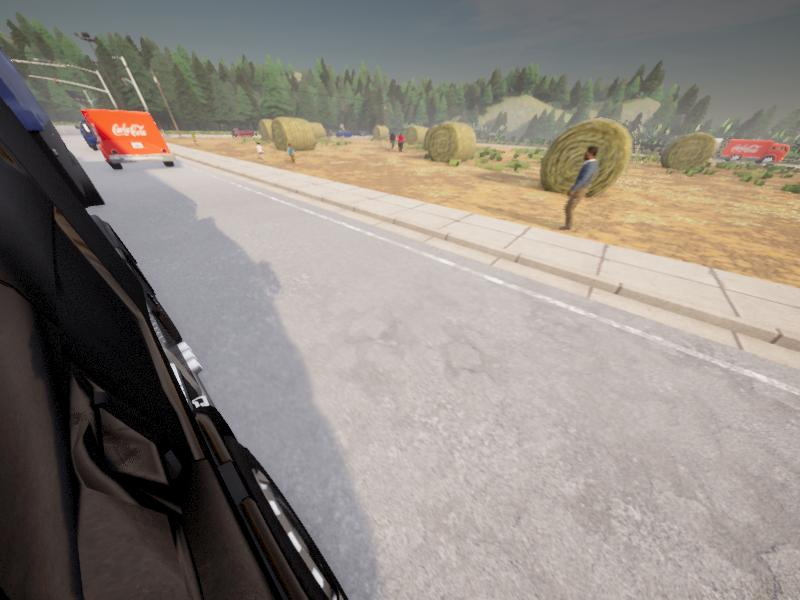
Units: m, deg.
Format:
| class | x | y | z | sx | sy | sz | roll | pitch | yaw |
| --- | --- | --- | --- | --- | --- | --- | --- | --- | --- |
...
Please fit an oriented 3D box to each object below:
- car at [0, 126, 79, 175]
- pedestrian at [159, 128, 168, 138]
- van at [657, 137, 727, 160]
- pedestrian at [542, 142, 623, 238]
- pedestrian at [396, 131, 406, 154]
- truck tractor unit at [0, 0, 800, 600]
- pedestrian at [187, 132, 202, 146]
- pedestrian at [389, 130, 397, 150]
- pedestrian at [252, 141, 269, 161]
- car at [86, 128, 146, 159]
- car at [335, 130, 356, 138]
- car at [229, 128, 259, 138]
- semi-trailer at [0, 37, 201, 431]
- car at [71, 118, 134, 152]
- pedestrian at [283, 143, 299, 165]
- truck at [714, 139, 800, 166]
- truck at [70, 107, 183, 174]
| class | x | y | z | sx | sy | sz | roll | pitch | yaw |
| --- | --- | --- | --- | --- | --- | --- | --- | --- | --- |
| car | -18.403 | -7.546 | 11.453 | 4.611 | 1.667 | 2.242 | 28 | 43 | 30 |
| pedestrian | -34.167 | -24.186 | 33.410 | 0.500 | 1.100 | 0.500 | -22 | 43 | -29 |
| van | 43.328 | -22.805 | 34.650 | 5.915 | 2.561 | 1.988 | 31 | 45 | 33 |
| pedestrian | 4.213 | -2.569 | 5.451 | 0.751 | 1.860 | 0.751 | 25 | 42 | 28 |
| pedestrian | 0.104 | -15.857 | 23.238 | 0.751 | 1.860 | 0.751 | -6 | 37 | -11 |
| truck tractor unit | -2.645 | -0.295 | 0.351 | 6.516 | 4.208 | 3.053 | 28 | 44 | 30 |
| pedestrian | -20.381 | -15.943 | 22.922 | 0.500 | 1.100 | 0.500 | 16 | 39 | 18 |
| pedestrian | -0.838 | -18.814 | 27.196 | 0.751 | 1.860 | 0.751 | -6 | 37 | -11 |
| pedestrian | -9.210 | -9.846 | 15.246 | 0.500 | 1.100 | 0.500 | 30 | 45 | 33 |
| car | -19.765 | -10.923 | 16.065 | 3.705 | 1.549 | 1.789 | 28 | 43 | 30 |
| car | -13.800 | -41.906 | 58.429 | 1.882 | 1.535 | 5.008 | 28 | 44 | 31 |
| car | -29.442 | -31.628 | 43.728 | 1.816 | 1.474 | 4.193 | 29 | 44 | 31 |
| semi-trailer | -8.673 | -3.611 | 4.268 | 14.254 | 4.402 | 2.717 | 28 | 43 | 30 |
| car | -24.834 | -13.781 | 19.255 | 5.566 | 2.045 | 2.150 | 28 | 43 | 30 |
| pedestrian | -6.728 | -9.024 | 14.262 | 0.500 | 1.100 | 0.500 | 30 | 44 | 32 |
| truck | 45.023 | -18.879 | 29.473 | 5.204 | 2.467 | 2.627 | 31 | 45 | 33 |
| truck | -14.770 | -8.680 | 12.513 | 5.204 | 2.467 | 2.627 | 28 | 43 | 30 |
